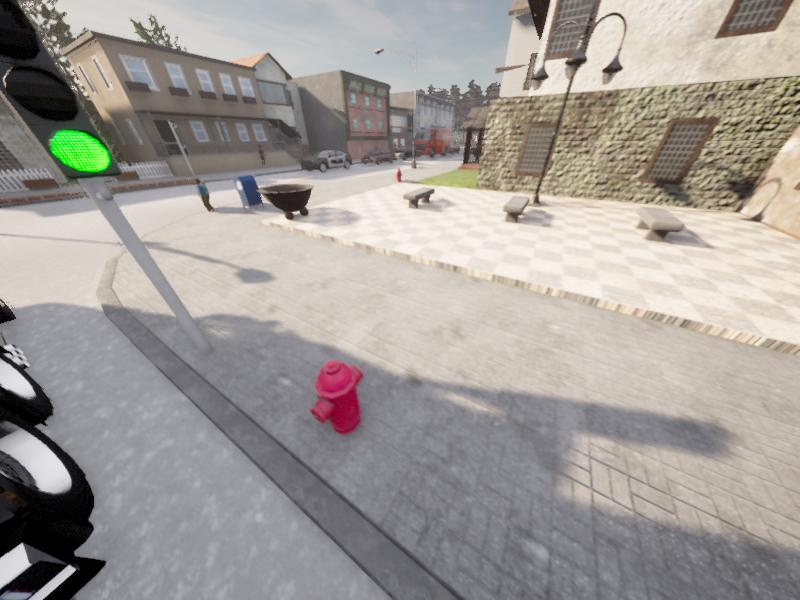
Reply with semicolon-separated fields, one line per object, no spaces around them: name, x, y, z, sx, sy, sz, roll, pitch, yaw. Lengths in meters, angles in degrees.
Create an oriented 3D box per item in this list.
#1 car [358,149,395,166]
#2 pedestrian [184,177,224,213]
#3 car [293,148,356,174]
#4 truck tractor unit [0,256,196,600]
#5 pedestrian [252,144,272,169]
car;-2.490;-15.934;25.684;1.994;1.385;4.181;19;39;25
pedestrian;-6.918;-3.722;8.196;0.500;1.100;0.500;2;35;4
car;-6.411;-12.329;20.308;1.930;1.638;5.238;18;39;24
truck tractor unit;-5.096;-0.316;0.796;6.516;4.208;3.053;19;39;25
pedestrian;-12.405;-12.933;20.813;0.751;1.860;0.751;13;37;19
